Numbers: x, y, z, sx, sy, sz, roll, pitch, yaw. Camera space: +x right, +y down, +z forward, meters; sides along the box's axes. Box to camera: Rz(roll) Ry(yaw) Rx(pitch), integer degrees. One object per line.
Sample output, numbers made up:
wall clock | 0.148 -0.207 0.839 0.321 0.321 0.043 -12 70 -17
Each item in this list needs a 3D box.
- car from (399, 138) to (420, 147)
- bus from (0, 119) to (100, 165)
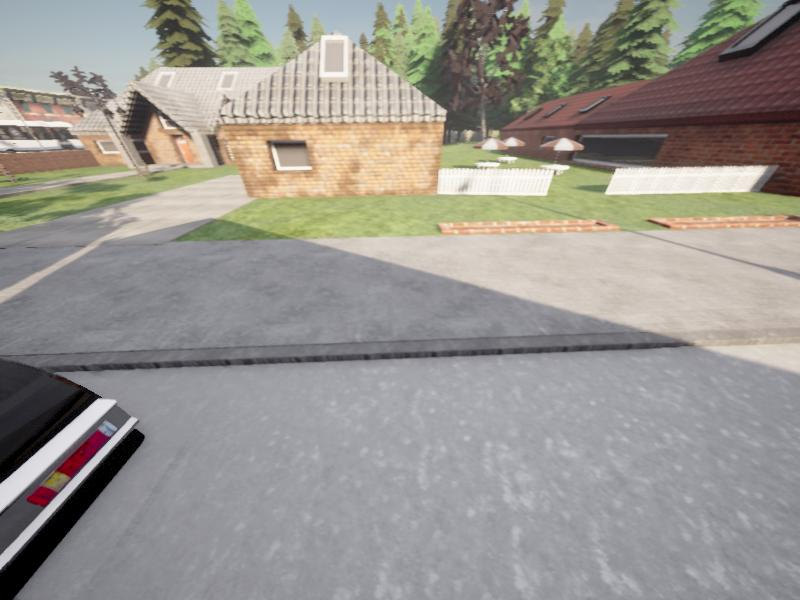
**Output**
car | 2.626 -44.147 64.715 5.566 2.045 2.150 -2 35 -2
bus | -46.404 -19.832 28.924 3.944 4.253 10.273 -2 35 -2
